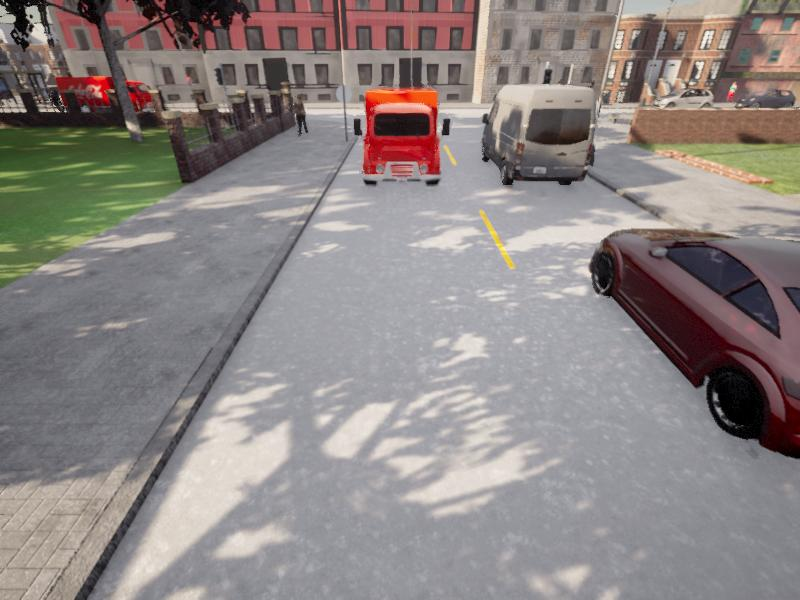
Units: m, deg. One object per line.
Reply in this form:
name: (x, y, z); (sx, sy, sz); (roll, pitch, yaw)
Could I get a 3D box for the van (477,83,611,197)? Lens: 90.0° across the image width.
van: (4.007, -5.341, 12.642); (1.988, 2.561, 5.915); (0, 30, 1)

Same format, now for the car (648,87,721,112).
car: (21.951, -15.529, 31.023); (3.988, 1.617, 1.851); (0, 30, 0)

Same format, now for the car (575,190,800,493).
car: (4.033, -0.058, 4.763); (1.994, 1.385, 4.181); (0, 30, 0)

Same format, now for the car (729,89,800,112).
car: (28.310, -15.484, 31.022); (3.633, 1.501, 1.845); (0, 30, 0)

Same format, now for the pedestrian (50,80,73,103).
pedestrian: (-31.231, -19.202, 36.904); (0.751, 1.860, 0.751); (4, 31, 7)

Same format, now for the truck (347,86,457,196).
truck: (0.045, -5.156, 12.411); (2.627, 2.467, 5.204); (0, 30, 0)

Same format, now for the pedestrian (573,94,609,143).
pedestrian: (8.308, -7.897, 17.428); (0.751, 1.860, 0.751); (-17, 35, -27)

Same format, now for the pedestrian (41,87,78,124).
pedestrian: (-19.806, -11.321, 23.308); (0.751, 1.860, 0.751); (0, 30, 0)

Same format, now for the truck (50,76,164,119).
truck: (-19.812, -13.891, 27.363); (5.204, 2.467, 2.627); (0, 30, 0)

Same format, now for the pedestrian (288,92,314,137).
pedestrian: (-4.664, -8.776, 18.952); (0.751, 1.860, 0.751); (7, 31, 11)

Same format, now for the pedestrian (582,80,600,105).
pedestrian: (16.643, -18.084, 34.891); (0.751, 1.860, 0.751); (-2, 30, -4)

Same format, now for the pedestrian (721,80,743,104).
pedestrian: (30.258, -18.952, 36.476); (0.751, 1.860, 0.751); (-9, 31, -15)

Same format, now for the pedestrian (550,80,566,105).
pedestrian: (13.883, -18.235, 35.150); (0.751, 1.860, 0.751); (-6, 31, -10)
